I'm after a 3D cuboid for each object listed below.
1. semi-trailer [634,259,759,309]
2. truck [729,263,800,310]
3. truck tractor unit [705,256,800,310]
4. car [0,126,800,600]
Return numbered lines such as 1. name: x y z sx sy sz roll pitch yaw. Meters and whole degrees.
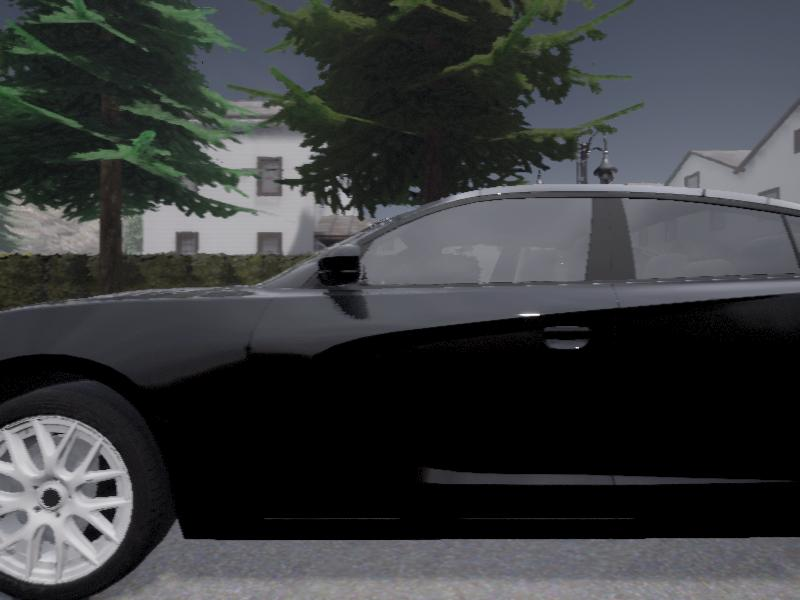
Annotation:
1. semi-trailer: 30.396 -1.392 42.485 2.717 4.402 14.254 0 0 0
2. truck: 34.424 -1.095 35.833 2.891 3.827 8.468 0 0 0
3. truck tractor unit: 30.417 -1.298 34.575 3.053 4.208 6.516 0 0 0
4. car: 0.490 0.222 2.199 5.008 1.535 1.882 0 0 0
